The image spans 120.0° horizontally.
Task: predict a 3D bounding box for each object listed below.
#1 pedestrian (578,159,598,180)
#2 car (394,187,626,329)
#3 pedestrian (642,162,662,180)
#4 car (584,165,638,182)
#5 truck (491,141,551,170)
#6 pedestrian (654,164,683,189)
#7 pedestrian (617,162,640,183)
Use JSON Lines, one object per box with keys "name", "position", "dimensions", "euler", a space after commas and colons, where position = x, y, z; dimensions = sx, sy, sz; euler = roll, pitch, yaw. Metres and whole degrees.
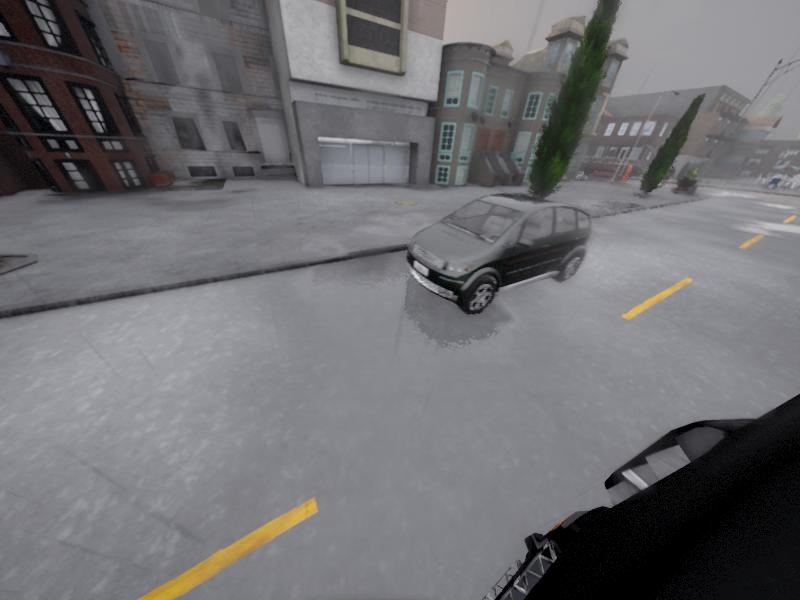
{"name": "pedestrian", "position": [20.036, -13.898, 24.656], "dimensions": [0.751, 1.860, 0.751], "euler": [-9, 35, -18]}
{"name": "car", "position": [1.957, -1.113, 4.405], "dimensions": [3.705, 1.549, 1.789], "euler": [-15, 38, -25]}
{"name": "pedestrian", "position": [32.410, -16.622, 29.766], "dimensions": [0.751, 1.860, 0.751], "euler": [7, 34, 6]}
{"name": "car", "position": [25.105, -15.160, 27.648], "dimensions": [1.994, 1.385, 4.181], "euler": [-15, 38, -25]}
{"name": "truck", "position": [20.656, -25.296, 40.362], "dimensions": [2.891, 3.827, 8.468], "euler": [-16, 38, -26]}
{"name": "pedestrian", "position": [24.141, -11.115, 20.788], "dimensions": [0.751, 1.860, 0.751], "euler": [-15, 38, -26]}
{"name": "pedestrian", "position": [23.512, -13.145, 23.801], "dimensions": [0.751, 1.860, 0.751], "euler": [9, 34, 8]}
